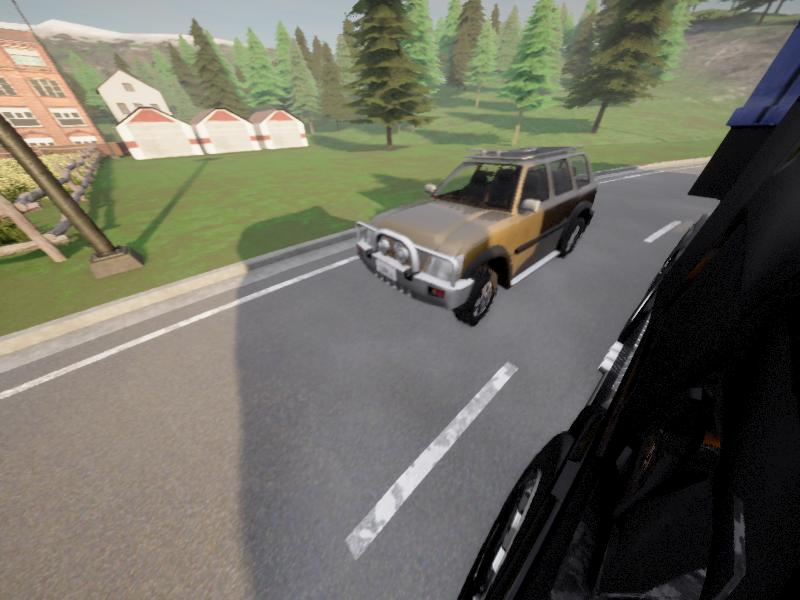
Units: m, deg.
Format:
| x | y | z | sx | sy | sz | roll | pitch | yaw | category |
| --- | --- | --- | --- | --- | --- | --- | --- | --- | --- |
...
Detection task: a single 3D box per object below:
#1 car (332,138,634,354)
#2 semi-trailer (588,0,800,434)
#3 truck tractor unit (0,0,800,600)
| x | y | z | sx | sy | sz | roll | pitch | yaw | category |
| --- | --- | --- | --- | --- | --- | --- | --- | --- | --- |
| 1.592 | -1.464 | 3.901 | 4.605 | 1.855 | 1.932 | -28 | 42 | -30 | car |
| 9.345 | -3.035 | 3.505 | 14.254 | 4.402 | 2.717 | -20 | 40 | -22 | semi-trailer |
| 2.645 | -0.295 | 0.352 | 6.516 | 4.208 | 3.053 | -28 | 44 | -30 | truck tractor unit |
